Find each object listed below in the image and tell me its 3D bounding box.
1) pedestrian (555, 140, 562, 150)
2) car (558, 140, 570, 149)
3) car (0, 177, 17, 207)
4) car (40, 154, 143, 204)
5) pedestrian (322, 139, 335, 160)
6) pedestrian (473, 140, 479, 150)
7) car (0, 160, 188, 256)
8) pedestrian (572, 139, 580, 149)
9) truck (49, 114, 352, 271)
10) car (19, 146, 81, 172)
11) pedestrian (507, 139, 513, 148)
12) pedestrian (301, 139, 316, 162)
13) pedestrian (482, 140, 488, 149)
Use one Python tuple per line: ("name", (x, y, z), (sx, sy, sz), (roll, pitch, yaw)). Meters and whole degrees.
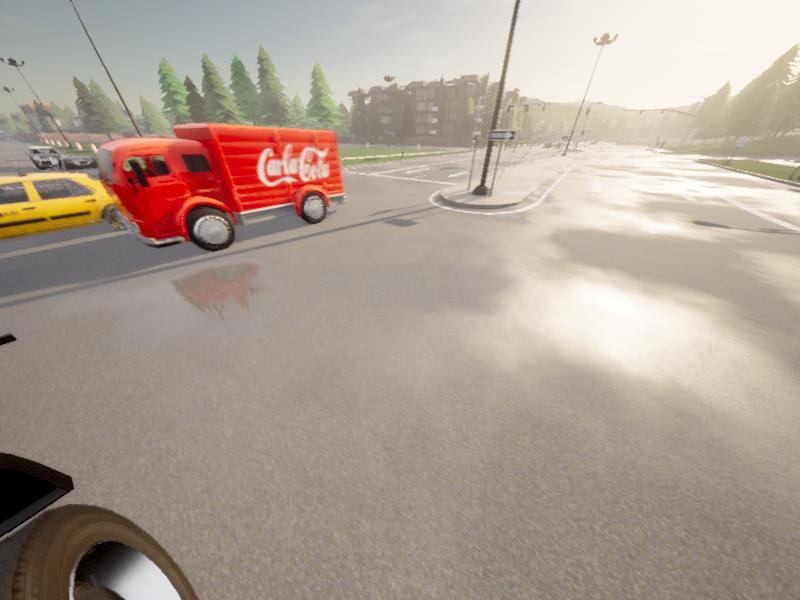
("pedestrian", (37.091, -36.275, 53.998), (0.751, 1.860, 0.751), (17, 38, 22))
("car", (44.184, -42.022, 62.242), (1.905, 1.878, 3.866), (22, 41, 28))
("car", (-17.646, -4.678, 9.049), (4.902, 1.511, 2.128), (22, 41, 28))
("car", (-13.850, -5.576, 10.390), (4.193, 1.474, 1.816), (22, 41, 28))
("pedestrian", (-7.561, -15.978, 24.547), (0.751, 1.860, 0.751), (25, 42, 31))
("pedestrian", (16.428, -33.733, 50.197), (0.751, 1.860, 0.751), (21, 40, 27))
("car", (-9.258, -2.342, 5.760), (1.801, 1.575, 5.366), (23, 41, 28))
("pedestrian", (39.963, -35.352, 52.454), (0.751, 1.860, 0.751), (19, 39, 24))
("truck", (-4.258, -3.233, 6.321), (2.627, 2.467, 5.204), (23, 40, 28))
("car", (-27.488, -11.138, 18.136), (3.806, 1.475, 1.970), (22, 41, 28))
("pedestrian", (27.877, -39.629, 58.373), (0.751, 1.860, 0.751), (21, 40, 26))
("pedestrian", (-9.152, -15.020, 23.174), (0.751, 1.860, 0.751), (26, 43, 32))
("pedestrian", (19.723, -36.087, 53.565), (0.751, 1.860, 0.751), (24, 41, 29))
